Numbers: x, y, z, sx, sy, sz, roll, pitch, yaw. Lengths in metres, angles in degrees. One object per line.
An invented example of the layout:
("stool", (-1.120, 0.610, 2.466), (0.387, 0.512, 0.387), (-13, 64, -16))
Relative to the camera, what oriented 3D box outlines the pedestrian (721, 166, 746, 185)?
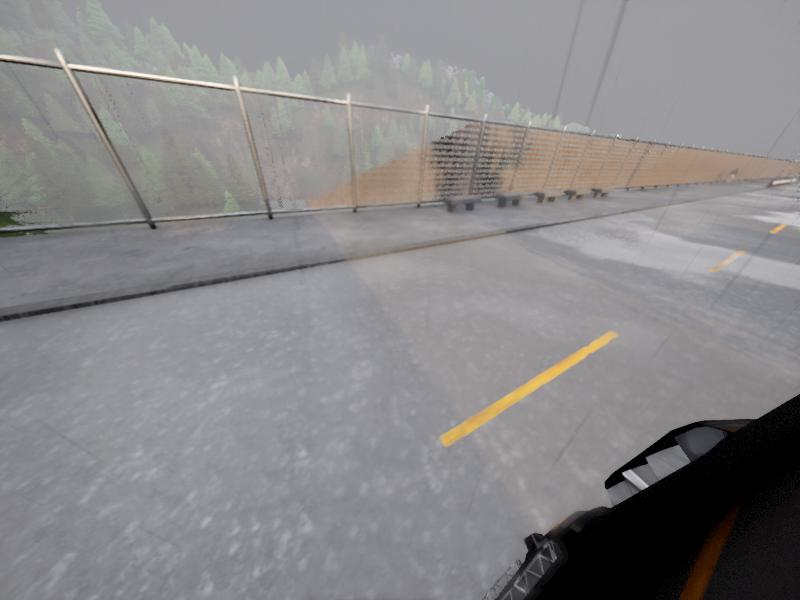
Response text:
("pedestrian", (38.564, -14.401, 26.761), (0.751, 1.860, 0.751), (-16, 38, -26))
